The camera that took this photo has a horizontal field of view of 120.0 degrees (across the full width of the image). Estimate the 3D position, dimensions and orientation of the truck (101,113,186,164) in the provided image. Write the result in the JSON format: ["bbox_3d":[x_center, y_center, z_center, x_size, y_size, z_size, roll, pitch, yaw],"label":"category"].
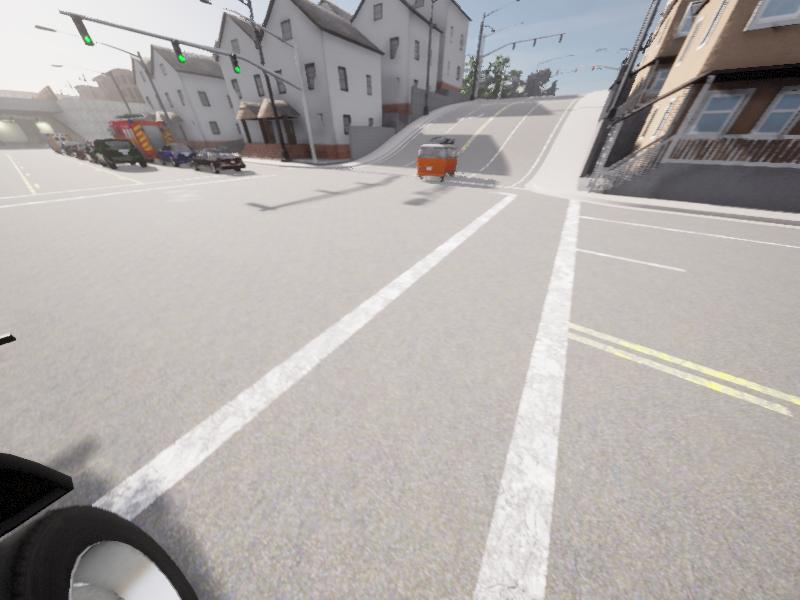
[{"bbox_3d":[-26.491,-16.627,23.905,8.468,3.827,2.891,22,41,28],"label":"truck"}]

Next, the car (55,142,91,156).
[{"bbox_3d":[-43.572,-20.178,30.796,4.892,1.490,1.837,22,41,28],"label":"car"}]

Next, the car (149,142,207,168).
[{"bbox_3d":[-19.993,-13.140,20.785,4.553,1.767,2.097,22,41,28],"label":"car"}]

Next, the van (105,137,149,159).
[{"bbox_3d":[-33.667,-18.820,28.494,4.480,2.038,2.069,22,41,28],"label":"van"}]

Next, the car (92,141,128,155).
[{"bbox_3d":[-41.644,-21.858,33.181,4.902,1.511,2.128,22,41,28],"label":"car"}]

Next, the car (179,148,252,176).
[{"bbox_3d":[-13.976,-10.537,17.505,5.357,1.411,2.033,20,40,26],"label":"car"}]

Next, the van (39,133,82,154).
[{"bbox_3d":[-51.732,-23.881,35.175,6.366,2.431,2.351,22,40,28],"label":"van"}]

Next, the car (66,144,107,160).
[{"bbox_3d":[-35.857,-16.968,26.430,4.181,1.385,1.994,23,41,28],"label":"car"}]

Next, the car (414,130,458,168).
[{"bbox_3d":[3.478,-14.274,21.723,1.882,1.535,5.008,21,56,27],"label":"car"}]

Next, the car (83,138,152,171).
[{"bbox_3d":[-23.536,-12.227,19.238,5.566,2.045,2.150,22,41,28],"label":"car"}]

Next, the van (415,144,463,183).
[{"bbox_3d":[2.750,-9.390,15.702,1.775,1.987,4.442,15,36,20],"label":"van"}]

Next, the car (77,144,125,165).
[{"bbox_3d":[-29.572,-14.463,22.830,4.892,1.490,1.837,22,41,28],"label":"car"}]
